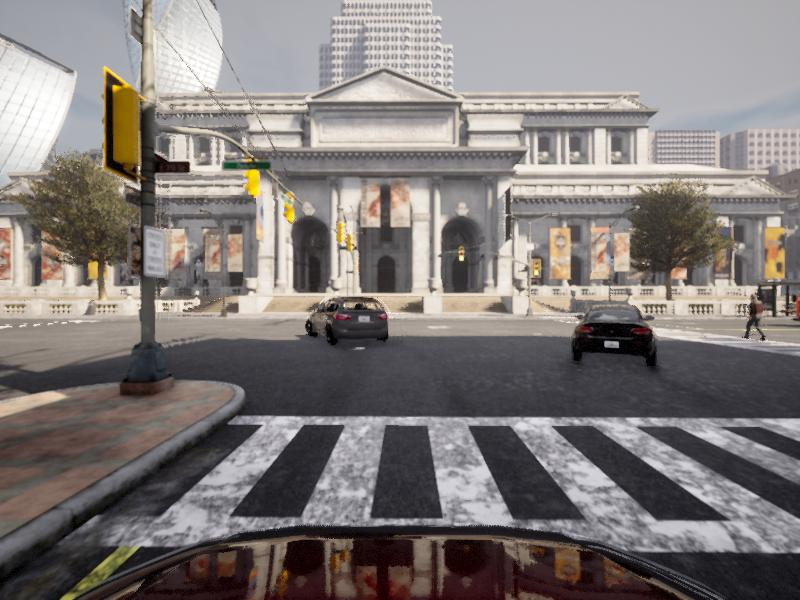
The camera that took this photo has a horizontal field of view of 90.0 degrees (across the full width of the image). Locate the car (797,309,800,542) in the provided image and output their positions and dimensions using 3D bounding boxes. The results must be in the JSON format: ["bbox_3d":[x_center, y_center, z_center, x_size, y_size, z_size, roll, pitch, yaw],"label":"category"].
[{"bbox_3d":[3.554,0.827,0.351,2.007,1.525,4.514,0,0,2],"label":"car"}]

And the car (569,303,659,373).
[{"bbox_3d":[5.949,0.838,11.139,1.812,1.442,4.674,0,0,29],"label":"car"}]

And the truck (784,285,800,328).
[{"bbox_3d":[25.369,0.264,22.353,5.204,2.467,2.627,-2,0,0],"label":"truck"}]

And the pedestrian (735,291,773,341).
[{"bbox_3d":[13.372,0.594,15.137,0.751,1.860,0.751,0,0,1],"label":"pedestrian"}]

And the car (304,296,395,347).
[{"bbox_3d":[-2.174,0.712,15.753,2.242,1.667,4.611,0,0,-26],"label":"car"}]
